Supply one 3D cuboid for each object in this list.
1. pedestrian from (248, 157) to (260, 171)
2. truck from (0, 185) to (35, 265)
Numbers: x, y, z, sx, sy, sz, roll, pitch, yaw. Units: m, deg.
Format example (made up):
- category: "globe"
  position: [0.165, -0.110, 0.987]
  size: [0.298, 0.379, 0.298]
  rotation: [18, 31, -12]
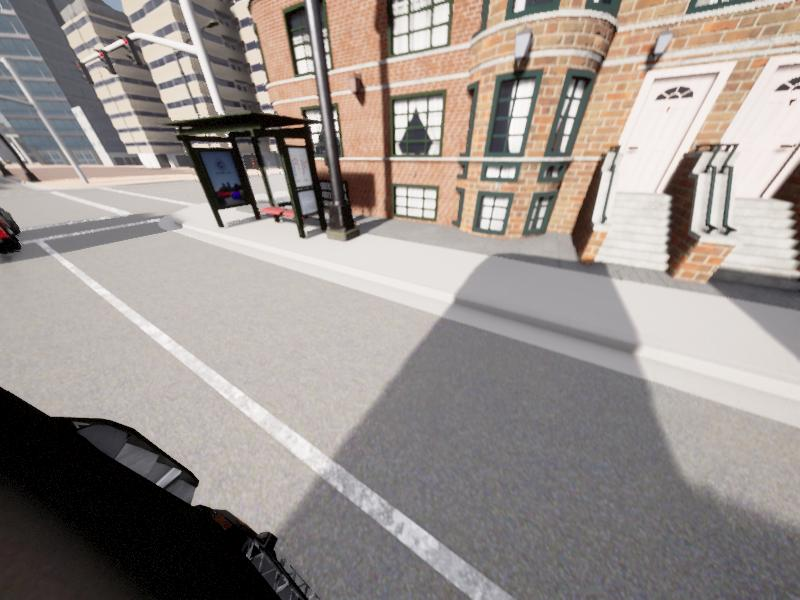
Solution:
- category: "pedestrian"
  position: [-22.312, -20.757, 35.233]
  size: [0.751, 1.860, 0.751]
  rotation: [13, 35, 20]
- category: "truck"
  position: [-12.371, -2.347, 5.695]
  size: [5.204, 2.467, 2.627]
  rotation: [23, 39, 32]
